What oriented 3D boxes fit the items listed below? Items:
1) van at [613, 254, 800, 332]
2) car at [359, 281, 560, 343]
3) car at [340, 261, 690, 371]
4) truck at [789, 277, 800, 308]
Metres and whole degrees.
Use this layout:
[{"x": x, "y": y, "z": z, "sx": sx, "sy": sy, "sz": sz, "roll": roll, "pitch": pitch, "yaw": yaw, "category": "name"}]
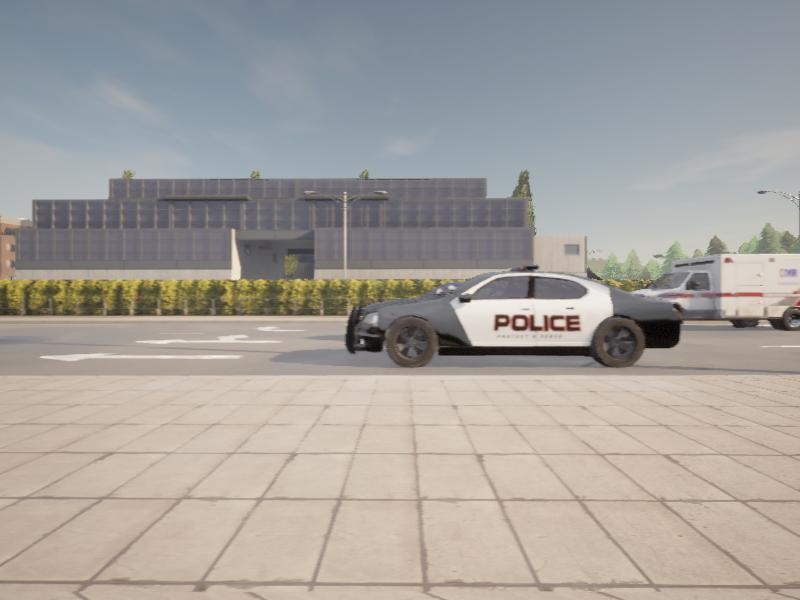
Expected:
[{"x": 11.107, "y": -0.226, "z": 13.720, "sx": 6.366, "sy": 2.431, "sz": 2.351, "roll": 0, "pitch": 0, "yaw": 0, "category": "van"}, {"x": 1.386, "y": 0.270, "z": 10.202, "sx": 4.674, "sy": 1.442, "sz": 1.812, "roll": 0, "pitch": 0, "yaw": 0, "category": "car"}, {"x": 1.635, "y": 0.229, "z": 6.703, "sx": 4.974, "sy": 1.542, "sz": 2.038, "roll": 0, "pitch": 0, "yaw": 0, "category": "car"}, {"x": 50.697, "y": -0.938, "z": 46.456, "sx": 2.891, "sy": 3.827, "sz": 8.468, "roll": 0, "pitch": 0, "yaw": 1, "category": "truck"}]
